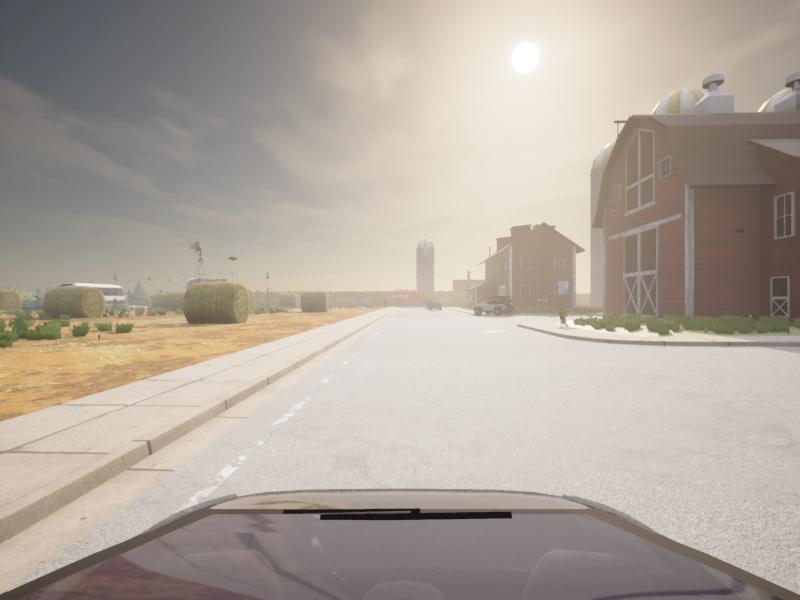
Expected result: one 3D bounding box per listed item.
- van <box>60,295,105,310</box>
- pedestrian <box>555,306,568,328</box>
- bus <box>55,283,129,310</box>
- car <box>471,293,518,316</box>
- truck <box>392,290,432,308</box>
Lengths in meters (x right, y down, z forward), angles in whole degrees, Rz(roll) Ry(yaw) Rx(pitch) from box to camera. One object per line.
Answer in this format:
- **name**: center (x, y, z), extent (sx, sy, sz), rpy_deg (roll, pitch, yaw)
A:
- **van**: center (-54.539, 0.362, 68.994), extent (2.351, 2.431, 6.366), rpy_deg (0, 0, 6)
- **pedestrian**: center (8.329, 0.864, 20.593), extent (0.500, 1.100, 0.500), rpy_deg (0, 0, 6)
- **bus**: center (-51.310, -0.549, 67.288), extent (3.944, 4.253, 10.273), rpy_deg (0, 0, 6)
- **car**: center (8.909, 0.486, 37.965), extent (1.905, 1.878, 3.866), rpy_deg (-8, 3, -40)
- **truck**: center (2.558, -0.301, 86.033), extent (8.468, 3.827, 2.891), rpy_deg (0, 0, 3)
